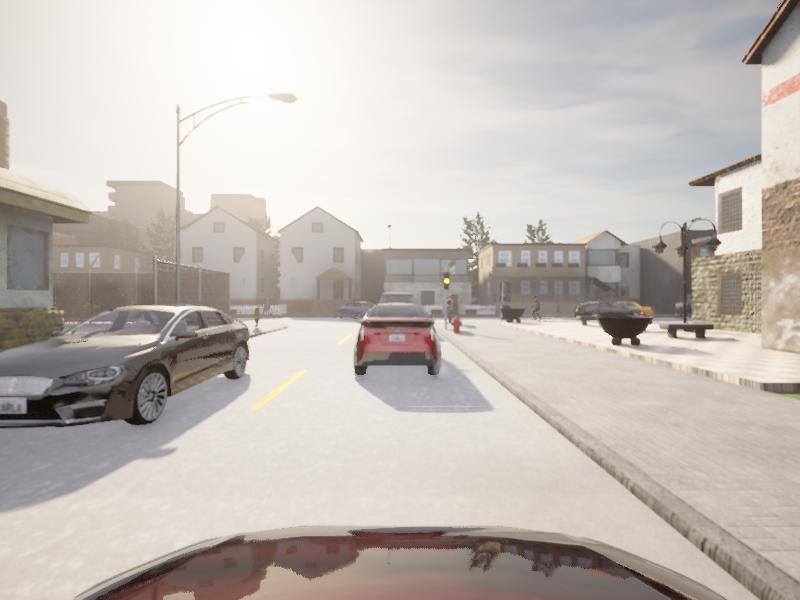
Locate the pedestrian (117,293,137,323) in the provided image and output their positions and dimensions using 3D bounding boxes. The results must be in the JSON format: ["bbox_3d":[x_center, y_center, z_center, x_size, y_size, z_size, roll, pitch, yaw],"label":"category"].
[{"bbox_3d":[-17.084,0.511,25.078,0.751,1.860,0.751,0,0,1],"label":"pedestrian"}]

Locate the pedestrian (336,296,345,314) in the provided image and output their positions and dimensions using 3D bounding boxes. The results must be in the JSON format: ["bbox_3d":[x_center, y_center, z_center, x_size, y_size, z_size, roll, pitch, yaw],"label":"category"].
[{"bbox_3d":[-5.956,0.497,39.979,0.751,1.860,0.751,0,0,0],"label":"pedestrian"}]

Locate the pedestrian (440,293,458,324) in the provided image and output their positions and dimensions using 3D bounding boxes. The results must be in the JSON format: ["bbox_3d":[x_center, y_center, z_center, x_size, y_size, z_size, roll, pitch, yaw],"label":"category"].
[{"bbox_3d":[2.945,0.498,24.061,0.751,1.860,0.751,0,0,-27],"label":"pedestrian"}]

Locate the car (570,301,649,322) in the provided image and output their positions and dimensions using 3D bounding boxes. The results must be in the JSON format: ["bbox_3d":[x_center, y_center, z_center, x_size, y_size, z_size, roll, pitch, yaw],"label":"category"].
[{"bbox_3d":[15.667,0.824,30.128,4.792,1.488,2.163,0,0,0],"label":"car"}]

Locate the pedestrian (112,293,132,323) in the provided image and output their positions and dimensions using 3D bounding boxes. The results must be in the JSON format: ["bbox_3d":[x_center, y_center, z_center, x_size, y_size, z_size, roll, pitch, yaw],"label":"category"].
[{"bbox_3d":[-17.940,0.510,25.860,0.751,1.860,0.751,0,0,10],"label":"pedestrian"}]

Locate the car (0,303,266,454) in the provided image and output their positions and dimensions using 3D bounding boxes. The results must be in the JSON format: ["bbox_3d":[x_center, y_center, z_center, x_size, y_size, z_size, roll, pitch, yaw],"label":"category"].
[{"bbox_3d":[-4.064,0.830,6.583,2.128,1.511,4.902,0,0,0],"label":"car"}]

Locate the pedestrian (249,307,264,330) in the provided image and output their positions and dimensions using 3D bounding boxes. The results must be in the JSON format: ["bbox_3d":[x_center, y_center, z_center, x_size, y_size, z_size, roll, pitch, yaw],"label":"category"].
[{"bbox_3d":[-6.963,0.897,19.444,0.500,1.100,0.500,0,0,27],"label":"pedestrian"}]

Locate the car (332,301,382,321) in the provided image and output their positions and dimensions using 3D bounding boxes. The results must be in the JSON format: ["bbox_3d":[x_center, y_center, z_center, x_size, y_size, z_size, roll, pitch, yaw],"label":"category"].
[{"bbox_3d":[-3.492,0.826,31.923,1.816,1.474,4.193,0,0,-44],"label":"car"}]

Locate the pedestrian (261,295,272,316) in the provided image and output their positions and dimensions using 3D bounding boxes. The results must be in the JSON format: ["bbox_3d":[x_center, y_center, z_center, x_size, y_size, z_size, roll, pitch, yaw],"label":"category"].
[{"bbox_3d":[-12.017,0.500,36.099,0.751,1.860,0.751,0,0,0],"label":"pedestrian"}]

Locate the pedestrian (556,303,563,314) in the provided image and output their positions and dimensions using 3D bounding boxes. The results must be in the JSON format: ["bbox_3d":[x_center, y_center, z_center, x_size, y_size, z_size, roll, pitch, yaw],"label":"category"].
[{"bbox_3d":[15.914,0.878,39.819,0.500,1.100,0.500,0,0,-2],"label":"pedestrian"}]

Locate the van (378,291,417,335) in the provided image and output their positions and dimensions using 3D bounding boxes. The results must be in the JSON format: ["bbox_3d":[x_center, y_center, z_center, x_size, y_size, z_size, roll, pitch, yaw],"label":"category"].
[{"bbox_3d":[-0.126,0.581,20.546,1.775,1.987,4.442,0,0,0],"label":"van"}]

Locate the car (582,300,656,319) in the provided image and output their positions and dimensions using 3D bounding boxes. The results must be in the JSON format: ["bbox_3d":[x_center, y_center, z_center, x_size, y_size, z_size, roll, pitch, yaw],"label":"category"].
[{"bbox_3d":[18.660,0.771,34.229,5.366,1.575,1.801,0,0,-1],"label":"car"}]

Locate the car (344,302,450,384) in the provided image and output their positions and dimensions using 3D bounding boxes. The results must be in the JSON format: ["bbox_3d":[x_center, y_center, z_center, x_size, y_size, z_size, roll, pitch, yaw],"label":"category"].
[{"bbox_3d":[-0.063,0.820,9.797,2.007,1.525,4.514,0,0,0],"label":"car"}]

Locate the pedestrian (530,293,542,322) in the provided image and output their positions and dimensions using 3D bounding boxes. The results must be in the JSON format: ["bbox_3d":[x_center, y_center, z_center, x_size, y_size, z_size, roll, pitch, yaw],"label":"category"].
[{"bbox_3d":[8.999,0.501,26.449,0.751,1.860,0.751,0,0,20],"label":"pedestrian"}]

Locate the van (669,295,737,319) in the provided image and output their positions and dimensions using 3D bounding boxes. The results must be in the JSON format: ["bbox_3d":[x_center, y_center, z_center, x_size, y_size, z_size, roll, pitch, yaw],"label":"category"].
[{"bbox_3d":[25.813,0.568,34.187,4.442,1.987,1.775,0,0,-1],"label":"van"}]
